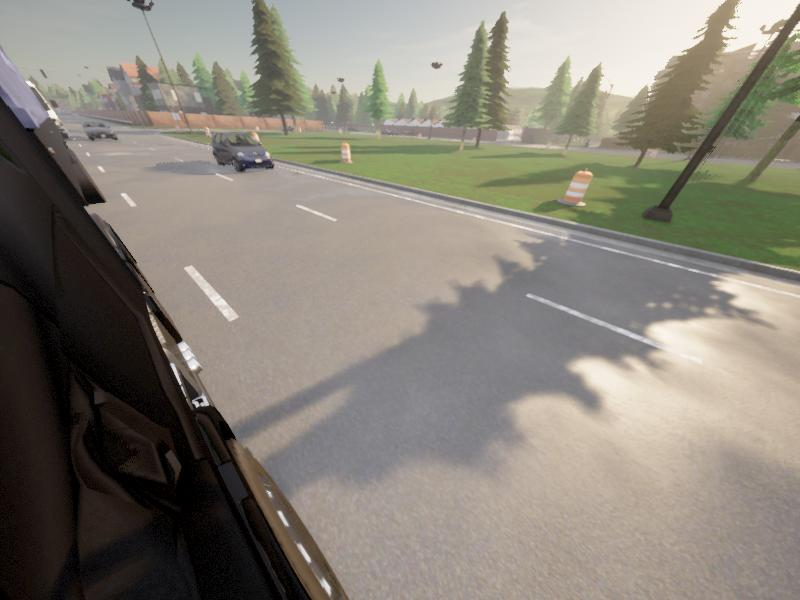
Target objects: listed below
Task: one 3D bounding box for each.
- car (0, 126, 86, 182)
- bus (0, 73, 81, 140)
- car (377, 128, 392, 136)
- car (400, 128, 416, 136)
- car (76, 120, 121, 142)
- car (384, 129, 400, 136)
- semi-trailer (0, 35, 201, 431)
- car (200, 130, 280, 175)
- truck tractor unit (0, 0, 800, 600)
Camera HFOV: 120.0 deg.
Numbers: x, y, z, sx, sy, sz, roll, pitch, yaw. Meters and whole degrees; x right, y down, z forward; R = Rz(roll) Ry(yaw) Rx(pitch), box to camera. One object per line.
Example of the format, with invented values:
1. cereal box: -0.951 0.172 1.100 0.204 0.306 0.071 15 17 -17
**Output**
1. car: -15.863 -6.406 9.882 4.902 1.511 2.128 28 45 30
2. bus: -34.855 -17.890 21.594 10.273 4.253 3.944 29 44 30
3. car: -4.516 -48.811 67.100 3.806 1.475 1.970 29 44 30
4. car: 2.464 -53.462 73.426 4.605 1.855 1.932 29 44 30
5. car: -27.941 -15.661 21.407 4.193 1.474 1.816 29 44 30
6. car: -2.445 -50.435 69.423 4.902 1.511 2.128 29 44 30
7. semi-trailer: -8.656 -3.644 4.253 14.254 4.402 2.717 29 44 30
8. car: -8.503 -7.918 12.293 3.988 1.617 1.851 28 44 30
9. truck tractor unit: -2.645 -0.295 0.351 6.516 4.208 3.053 28 44 30
